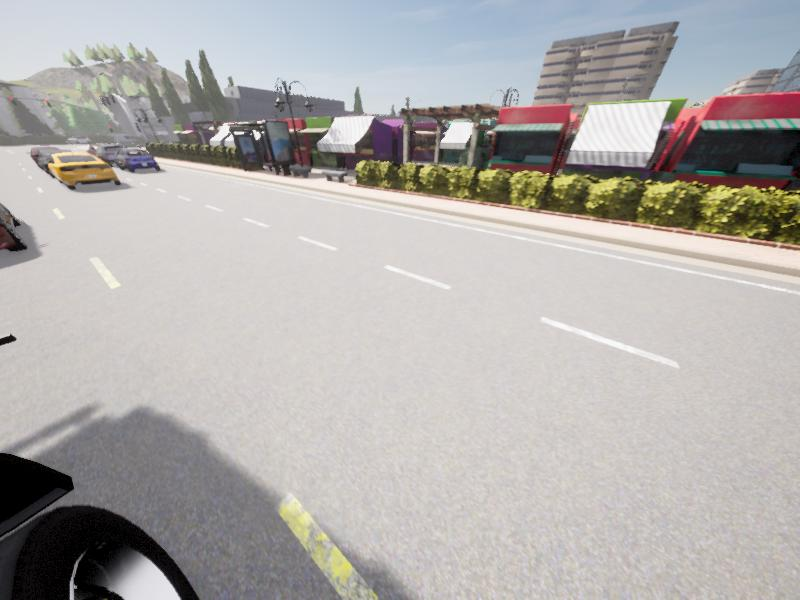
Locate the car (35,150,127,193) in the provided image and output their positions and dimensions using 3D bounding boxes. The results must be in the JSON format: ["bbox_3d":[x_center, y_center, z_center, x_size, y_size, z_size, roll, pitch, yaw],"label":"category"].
[{"bbox_3d":[-17.191,-7.056,12.432,5.008,1.535,1.882,22,41,27],"label":"car"}]

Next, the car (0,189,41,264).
[{"bbox_3d":[-10.855,-1.942,5.283,4.792,1.488,2.163,22,41,28],"label":"car"}]

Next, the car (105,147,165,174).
[{"bbox_3d":[-20.295,-10.740,17.683,4.193,1.474,1.816,22,41,28],"label":"car"}]

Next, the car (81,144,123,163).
[{"bbox_3d":[-30.503,-15.015,23.610,3.633,1.501,1.845,25,42,30],"label":"car"}]

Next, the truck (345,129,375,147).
[{"bbox_3d":[-10.894,-44.788,63.989,2.891,3.827,8.468,23,41,29],"label":"truck"}]

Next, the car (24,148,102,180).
[{"bbox_3d":[-22.703,-9.270,15.574,4.792,1.488,2.163,22,41,28],"label":"car"}]

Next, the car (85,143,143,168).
[{"bbox_3d":[-25.637,-12.991,20.697,4.856,1.649,2.033,22,41,28],"label":"car"}]

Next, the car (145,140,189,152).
[{"bbox_3d":[-41.165,-27.355,40.934,2.152,1.651,5.027,25,42,30],"label":"car"}]

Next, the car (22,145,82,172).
[{"bbox_3d":[-28.300,-11.578,18.750,5.008,1.535,1.882,22,41,28],"label":"car"}]
